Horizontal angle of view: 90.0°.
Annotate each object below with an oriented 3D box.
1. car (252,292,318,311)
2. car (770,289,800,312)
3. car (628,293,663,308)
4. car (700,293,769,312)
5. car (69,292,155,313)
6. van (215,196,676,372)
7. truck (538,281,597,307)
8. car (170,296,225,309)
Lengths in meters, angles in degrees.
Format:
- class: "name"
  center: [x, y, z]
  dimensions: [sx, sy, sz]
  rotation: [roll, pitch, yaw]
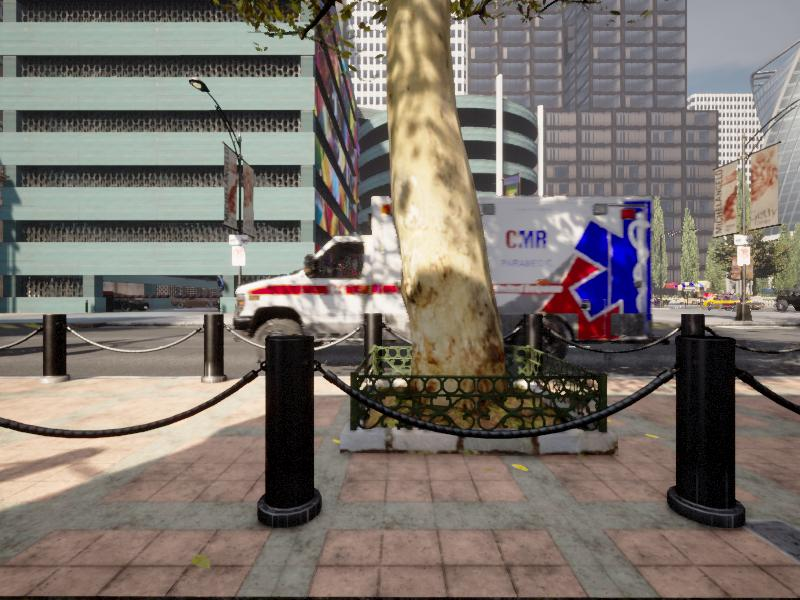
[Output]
- class: "car"
  center: [-9.593, 0.117, 33.684]
  dimensions: [4.902, 1.511, 2.128]
  rotation: [0, 0, 0]
- class: "car"
  center: [33.518, 0.046, 33.266]
  dimensions: [1.905, 1.878, 3.866]
  rotation: [0, 0, 0]
- class: "car"
  center: [32.738, 0.046, 53.503]
  dimensions: [1.905, 1.878, 3.866]
  rotation: [0, 0, -11]
- class: "car"
  center: [30.041, 0.201, 36.230]
  dimensions: [1.801, 1.575, 5.366]
  rotation: [0, 0, 0]
- class: "car"
  center: [-21.193, 0.157, 29.591]
  dimensions: [4.786, 1.482, 2.161]
  rotation: [0, 0, 0]
- class: "van"
  center: [0.631, -0.222, 6.706]
  dimensions: [6.366, 2.431, 2.351]
  rotation: [0, 0, 0]
- class: "truck"
  center: [25.998, -0.921, 62.700]
  dimensions: [2.891, 3.827, 8.468]
  rotation: [0, 0, -30]
- class: "car"
  center: [-20.752, 0.207, 41.191]
  dimensions: [4.718, 1.301, 1.895]
  rotation: [0, 0, 0]
